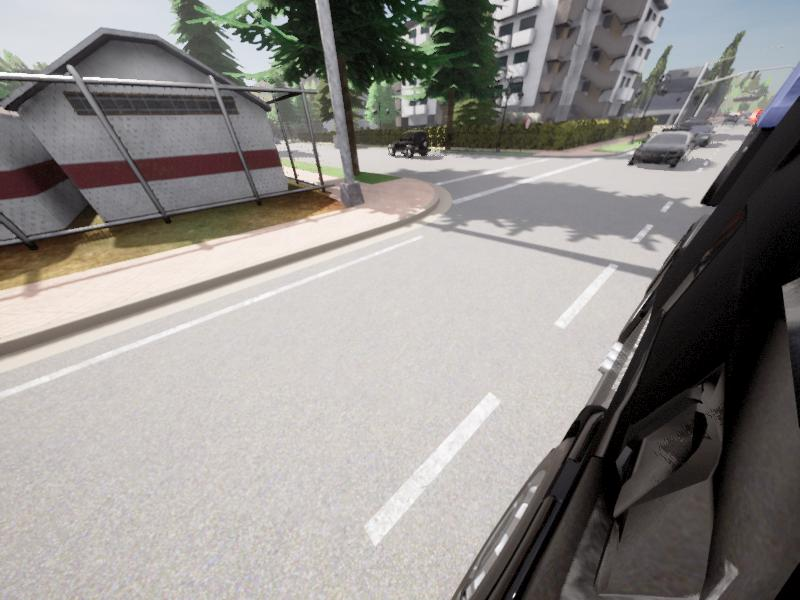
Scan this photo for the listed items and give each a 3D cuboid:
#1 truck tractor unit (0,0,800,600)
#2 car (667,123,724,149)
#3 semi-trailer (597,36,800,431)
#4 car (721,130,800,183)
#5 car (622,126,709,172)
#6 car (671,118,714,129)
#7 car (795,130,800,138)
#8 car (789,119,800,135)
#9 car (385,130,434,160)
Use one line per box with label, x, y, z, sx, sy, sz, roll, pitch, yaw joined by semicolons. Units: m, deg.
truck tractor unit;2.645;-0.295;0.352;6.516;4.208;3.053;-28;44;-30
car;24.358;-13.548;19.018;4.974;1.542;2.038;-28;43;-30
semi-trailer;8.731;-3.579;4.201;14.254;4.402;2.717;-28;43;-29
car;15.513;-6.043;9.566;3.806;1.475;1.970;-27;43;-30
car;14.231;-8.183;12.352;5.238;1.638;1.930;-28;44;-30
car;55.772;-33.765;44.238;4.674;1.442;1.812;19;42;27
car;39.550;-16.210;21.608;5.366;1.575;1.801;-28;44;-30
car;44.926;-19.205;25.041;4.605;1.855;1.932;-28;44;-30
car;0.760;-13.389;19.871;1.905;1.878;3.866;-29;44;-30
